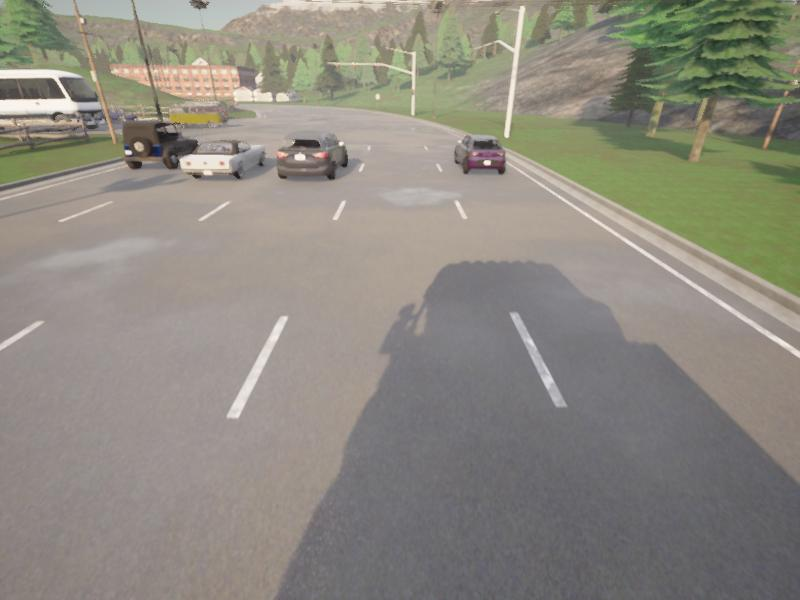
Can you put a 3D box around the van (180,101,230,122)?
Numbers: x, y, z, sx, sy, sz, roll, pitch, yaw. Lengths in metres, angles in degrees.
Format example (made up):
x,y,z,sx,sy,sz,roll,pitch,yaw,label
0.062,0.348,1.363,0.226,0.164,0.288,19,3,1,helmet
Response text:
x,y,z,sx,sy,sz,roll,pitch,yaw,label
-21.557,-20.943,44.373,4.442,1.987,1.775,-4,28,-9,van

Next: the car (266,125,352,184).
x,y,z,sx,sy,sz,roll,pitch,yaw,label
-3.497,-6.105,16.447,2.242,1.667,4.611,2,27,2,car

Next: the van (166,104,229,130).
x,y,z,sx,sy,sz,roll,pitch,yaw,label
-17.749,-16.218,35.334,4.442,1.987,1.775,-5,28,-11,van

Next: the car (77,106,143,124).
x,y,z,sx,sy,sz,roll,pitch,yaw,label
-29.462,-18.884,40.796,4.792,1.488,2.163,0,27,-1,car

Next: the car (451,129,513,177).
x,y,z,sx,sy,sz,roll,pitch,yaw,label
3.487,-6.618,17.784,1.816,1.474,4.193,0,27,-1,car

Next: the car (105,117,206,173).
x,y,z,sx,sy,sz,roll,pitch,yaw,label
-10.501,-6.912,17.629,1.905,1.878,3.866,0,27,-1,car

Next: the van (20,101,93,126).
x,y,z,sx,sy,sz,roll,pitch,yaw,label
-32.077,-17.529,37.530,4.480,2.038,2.069,0,27,-1,van

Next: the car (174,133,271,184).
x,y,z,sx,sy,sz,roll,pitch,yaw,label
-6.981,-5.894,16.381,1.895,1.301,4.718,0,27,0,car

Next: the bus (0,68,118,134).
x,y,z,sx,sy,sz,roll,pitch,yaw,label
-28.907,-15.326,30.956,10.273,4.253,3.944,-1,27,0,bus
